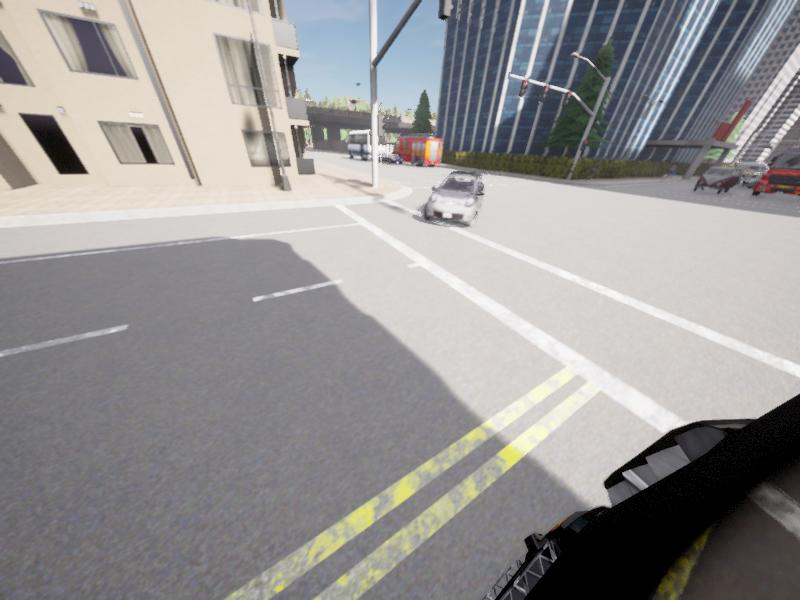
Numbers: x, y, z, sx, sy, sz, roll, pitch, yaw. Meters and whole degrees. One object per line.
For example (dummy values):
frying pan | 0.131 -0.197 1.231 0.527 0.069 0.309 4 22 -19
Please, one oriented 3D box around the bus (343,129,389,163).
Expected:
bus | -5.999 -26.436 39.625 3.944 4.253 10.273 -15 38 -26

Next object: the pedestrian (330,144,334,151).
pedestrian | -22.753 -51.152 77.548 0.751 1.860 0.751 -16 38 -26

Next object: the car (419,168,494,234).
car | 2.216 -3.869 8.610 1.845 1.501 3.633 15 36 17

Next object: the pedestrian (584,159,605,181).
pedestrian | 19.287 -12.883 22.927 0.751 1.860 0.751 -15 37 -25

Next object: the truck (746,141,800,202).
truck | 33.714 -10.720 19.303 8.468 3.827 2.891 -16 38 -26

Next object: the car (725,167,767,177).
car | 79.991 -29.605 53.475 1.882 1.535 5.008 -11 36 -20

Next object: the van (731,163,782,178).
van | 83.499 -30.561 54.241 1.988 2.561 5.915 -16 38 -26

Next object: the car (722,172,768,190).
car | 38.293 -13.284 25.659 3.806 1.475 1.970 -16 38 -26

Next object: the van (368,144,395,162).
van | -3.520 -27.190 42.609 2.351 2.431 6.366 -15 38 -26

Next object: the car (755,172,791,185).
car | 55.708 -18.202 34.492 5.357 1.411 2.033 -16 38 -26

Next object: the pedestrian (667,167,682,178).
pedestrian | 38.367 -17.783 32.305 0.751 1.300 0.751 -17 38 -27

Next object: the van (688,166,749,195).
van | 27.965 -10.559 20.285 4.442 1.987 1.775 -16 38 -26

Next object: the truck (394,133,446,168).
truck | 2.503 -21.704 33.512 2.891 3.827 8.468 -15 38 -25

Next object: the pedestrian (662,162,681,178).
pedestrian | 37.660 -17.978 32.038 0.751 1.860 0.751 -16 38 -26

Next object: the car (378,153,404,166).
car | -1.390 -20.608 33.850 1.895 1.301 4.718 -15 38 -25
